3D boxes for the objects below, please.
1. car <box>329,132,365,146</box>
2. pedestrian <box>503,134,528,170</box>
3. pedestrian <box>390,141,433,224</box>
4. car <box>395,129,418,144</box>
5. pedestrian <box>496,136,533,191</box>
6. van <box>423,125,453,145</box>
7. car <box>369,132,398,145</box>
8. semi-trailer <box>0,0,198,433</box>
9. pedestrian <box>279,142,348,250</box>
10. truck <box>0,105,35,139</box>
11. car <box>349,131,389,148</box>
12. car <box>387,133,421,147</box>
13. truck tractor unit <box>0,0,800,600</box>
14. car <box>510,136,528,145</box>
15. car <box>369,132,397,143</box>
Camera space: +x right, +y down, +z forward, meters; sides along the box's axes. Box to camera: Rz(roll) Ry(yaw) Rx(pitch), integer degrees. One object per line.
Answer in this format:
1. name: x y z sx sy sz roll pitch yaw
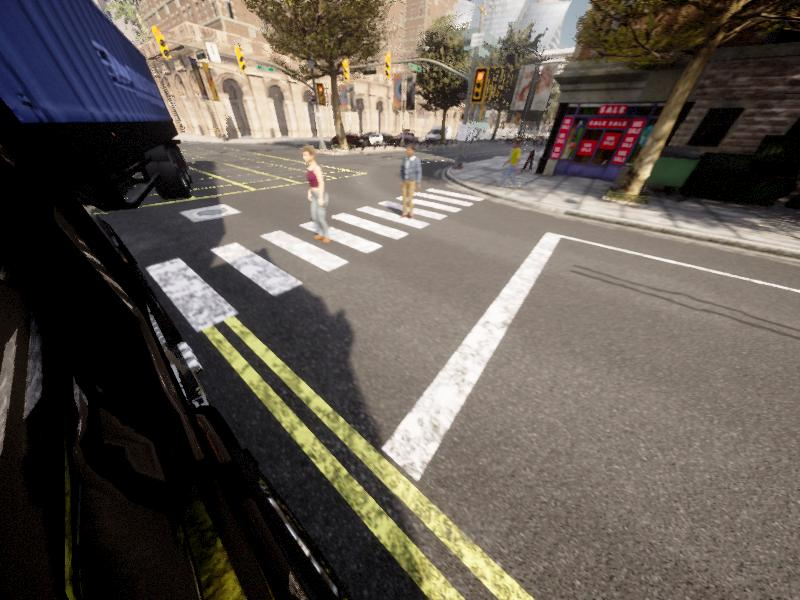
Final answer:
1. car: -6.827 -21.005 30.088 1.994 1.385 4.181 27 43 29
2. pedestrian: 7.419 -9.498 14.874 0.751 1.860 0.751 27 43 29
3. pedestrian: 0.260 -3.176 6.293 0.751 1.860 0.751 28 44 30
4. car: 1.096 -27.049 38.161 1.905 1.878 3.866 26 43 28
5. pedestrian: 4.677 -5.651 9.592 0.751 1.860 0.751 9 37 9
6. van: 6.542 -27.911 39.085 1.988 2.561 5.915 27 43 29
7. car: -2.450 -24.223 34.629 1.994 1.385 4.181 27 44 29
8. semi-trailer: -7.436 -4.243 5.165 2.717 4.402 14.254 -21 43 -27
9. pedestrian: -1.697 -2.122 4.776 0.751 1.860 0.751 32 46 33
10. truck: -38.682 -17.276 22.382 5.204 2.467 2.627 26 43 29
11. car: -3.738 -19.953 28.730 2.038 1.542 4.974 27 43 29
12. car: 0.670 -23.140 33.343 2.033 1.411 5.357 27 43 29
13. truck tractor unit: -2.645 -0.295 0.351 6.516 4.208 3.053 28 44 30
14. car: 24.672 -33.094 47.905 1.837 1.490 4.892 27 43 29
15. car: -2.763 -27.133 38.539 1.895 1.301 4.718 26 43 28
